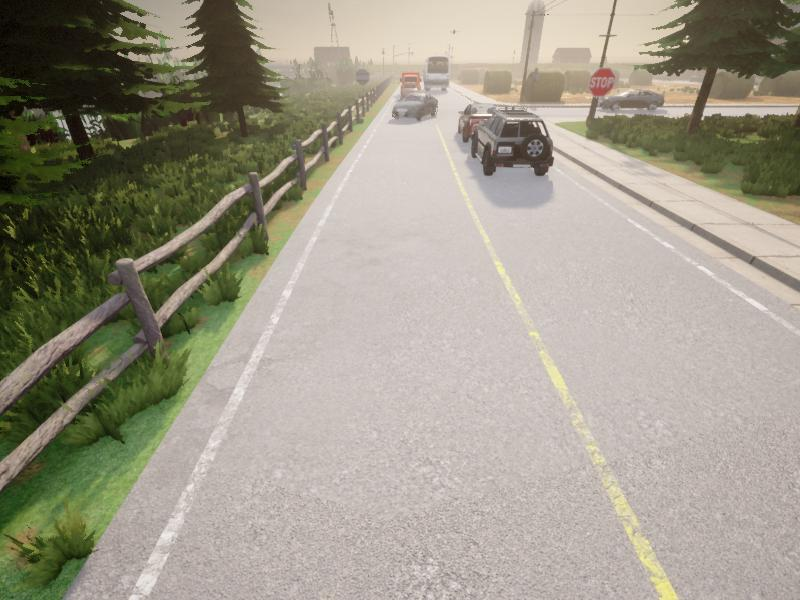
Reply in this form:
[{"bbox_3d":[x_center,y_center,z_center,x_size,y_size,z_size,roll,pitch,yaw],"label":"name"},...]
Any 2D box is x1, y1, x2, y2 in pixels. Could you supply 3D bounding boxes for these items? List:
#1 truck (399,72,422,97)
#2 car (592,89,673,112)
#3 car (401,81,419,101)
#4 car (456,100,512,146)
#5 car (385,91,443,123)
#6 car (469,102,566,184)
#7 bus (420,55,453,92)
[{"bbox_3d":[1.287,-26.018,48.116,2.627,2.467,5.204,1,30,1],"label":"truck"},{"bbox_3d":[18.227,-15.783,31.605,4.902,1.511,2.128,-1,30,-1],"label":"car"},{"bbox_3d":[1.076,-22.167,42.374,1.851,1.617,3.988,1,30,1],"label":"car"},{"bbox_3d":[3.871,-8.582,19.188,2.007,1.525,4.514,2,30,3],"label":"car"},{"bbox_3d":[1.043,-12.849,26.515,2.128,1.511,4.902,12,32,20],"label":"car"},{"bbox_3d":[3.649,-5.440,13.457,1.932,1.855,4.605,1,30,1],"label":"car"},{"bbox_3d":[5.002,-32.421,57.305,3.944,4.253,10.273,1,30,1],"label":"bus"}]
